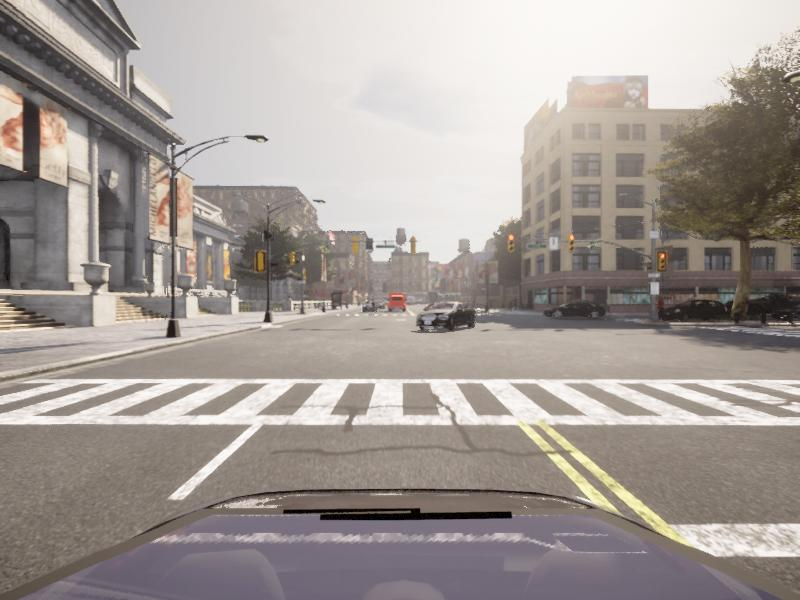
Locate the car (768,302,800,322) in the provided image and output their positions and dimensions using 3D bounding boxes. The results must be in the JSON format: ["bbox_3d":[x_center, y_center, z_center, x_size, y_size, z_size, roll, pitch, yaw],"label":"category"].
[{"bbox_3d":[30.980,0.894,29.799,5.357,1.411,2.033,0,0,-1],"label":"car"}]

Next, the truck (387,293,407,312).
[{"bbox_3d":[-0.396,0.354,54.664,2.627,2.467,5.204,0,0,-1],"label":"truck"}]

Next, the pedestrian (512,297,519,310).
[{"bbox_3d":[15.931,0.483,55.110,0.751,1.860,0.751,0,0,-3],"label":"pedestrian"}]

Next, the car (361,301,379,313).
[{"bbox_3d":[-3.870,0.850,52.155,1.970,1.475,3.806,0,0,0],"label":"car"}]

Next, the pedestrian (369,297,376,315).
[{"bbox_3d":[-2.902,0.635,42.511,0.751,1.860,0.751,0,0,1],"label":"pedestrian"}]

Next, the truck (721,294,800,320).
[{"bbox_3d":[30.773,0.542,33.281,6.274,2.098,2.390,0,0,0],"label":"truck"}]

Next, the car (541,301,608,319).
[{"bbox_3d":[14.717,0.843,33.885,4.892,1.490,1.837,0,0,9],"label":"car"}]

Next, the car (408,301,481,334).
[{"bbox_3d":[2.542,0.835,21.388,2.128,1.511,4.902,0,0,30],"label":"car"}]

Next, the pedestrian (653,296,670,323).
[{"bbox_3d":[18.098,0.637,27.686,0.751,1.860,0.751,0,0,-36],"label":"pedestrian"}]

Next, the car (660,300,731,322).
[{"bbox_3d":[21.859,0.788,29.696,3.988,1.617,1.851,0,0,-1],"label":"car"}]

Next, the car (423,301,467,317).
[{"bbox_3d":[4.517,0.827,40.841,2.007,1.525,4.514,0,0,-32],"label":"car"}]
